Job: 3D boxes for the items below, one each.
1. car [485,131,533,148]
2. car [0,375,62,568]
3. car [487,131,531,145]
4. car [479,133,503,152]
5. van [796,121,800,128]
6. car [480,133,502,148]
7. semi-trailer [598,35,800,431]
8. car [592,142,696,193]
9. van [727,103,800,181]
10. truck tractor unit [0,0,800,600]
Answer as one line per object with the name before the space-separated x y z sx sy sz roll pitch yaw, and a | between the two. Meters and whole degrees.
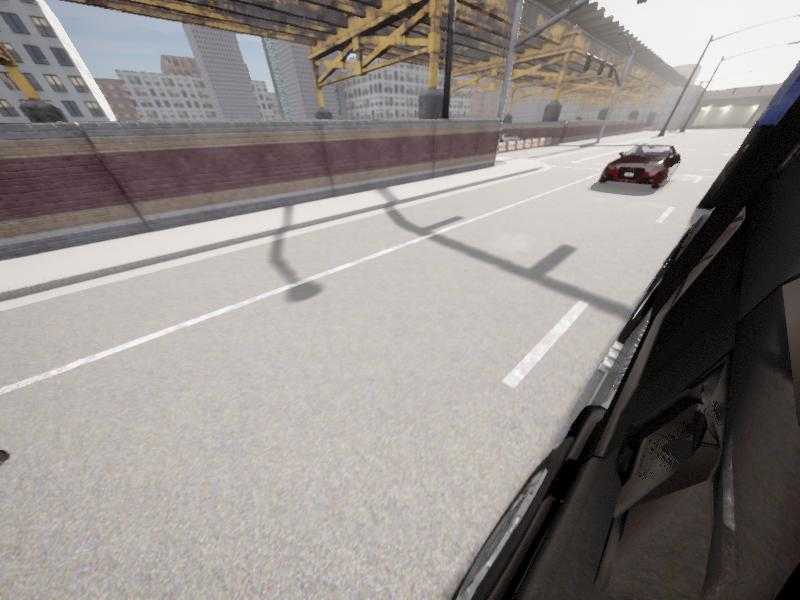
car | 13.880 -20.539 29.536 4.974 1.542 2.038 -8 37 -8
car | -4.416 1.827 0.249 4.181 1.385 1.994 -27 43 -30
car | 13.825 -20.659 29.435 4.536 1.218 1.853 -8 37 -8
car | 10.249 -18.064 26.356 2.038 1.542 4.974 7 37 12
van | 87.795 -38.384 49.172 5.915 2.561 1.988 -31 45 -33
car | 10.256 -18.221 26.304 1.853 1.218 4.536 7 37 12
semi-trailer | 8.744 -3.519 4.258 14.254 4.402 2.717 -27 43 -30
car | 10.442 -5.816 9.880 4.181 1.385 1.994 -27 43 -30
van | 17.977 -7.485 10.775 5.915 2.561 1.988 -27 43 -30
truck tractor unit | 2.645 -0.295 0.351 6.516 4.208 3.053 -28 44 -30
